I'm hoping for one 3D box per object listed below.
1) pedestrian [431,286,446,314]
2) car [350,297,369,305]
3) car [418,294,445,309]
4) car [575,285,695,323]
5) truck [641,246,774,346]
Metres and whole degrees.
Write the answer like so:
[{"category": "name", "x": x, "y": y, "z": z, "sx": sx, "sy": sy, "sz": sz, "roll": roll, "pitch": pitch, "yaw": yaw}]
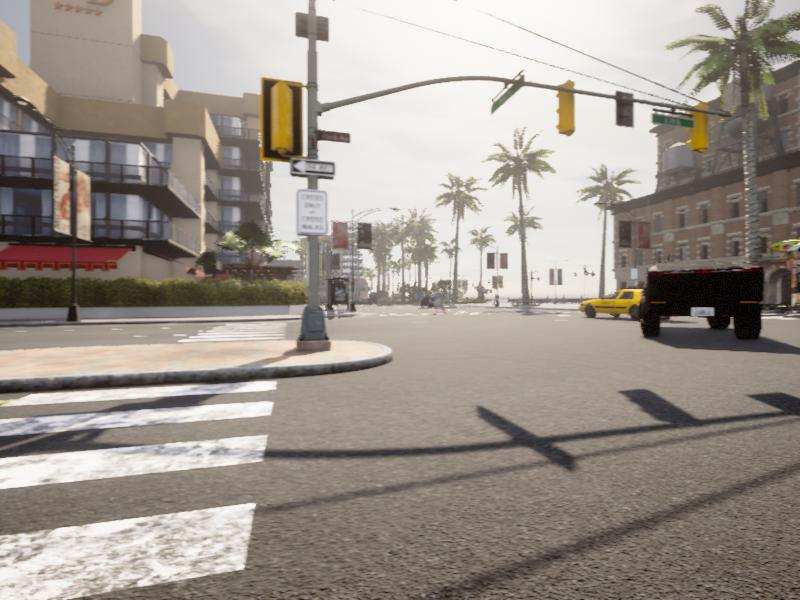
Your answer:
[{"category": "pedestrian", "x": 2.569, "y": 0.023, "z": 26.899, "sx": 0.751, "sy": 1.860, "sz": 0.751, "roll": 0, "pitch": 0, "yaw": -15}, {"category": "car", "x": -8.385, "y": 0.250, "z": 82.406, "sx": 2.242, "sy": 1.667, "sz": 4.611, "roll": 0, "pitch": 0, "yaw": -31}, {"category": "car", "x": 3.680, "y": 0.164, "z": 47.461, "sx": 1.851, "sy": 1.617, "sz": 3.988, "roll": 0, "pitch": 0, "yaw": -15}, {"category": "car", "x": 11.176, "y": 0.150, "z": 19.646, "sx": 1.801, "sy": 1.575, "sz": 5.366, "roll": 0, "pitch": 0, "yaw": -15}, {"category": "truck", "x": 8.455, "y": -0.096, "z": 11.708, "sx": 2.390, "sy": 2.098, "sz": 6.274, "roll": 0, "pitch": 0, "yaw": 31}]
